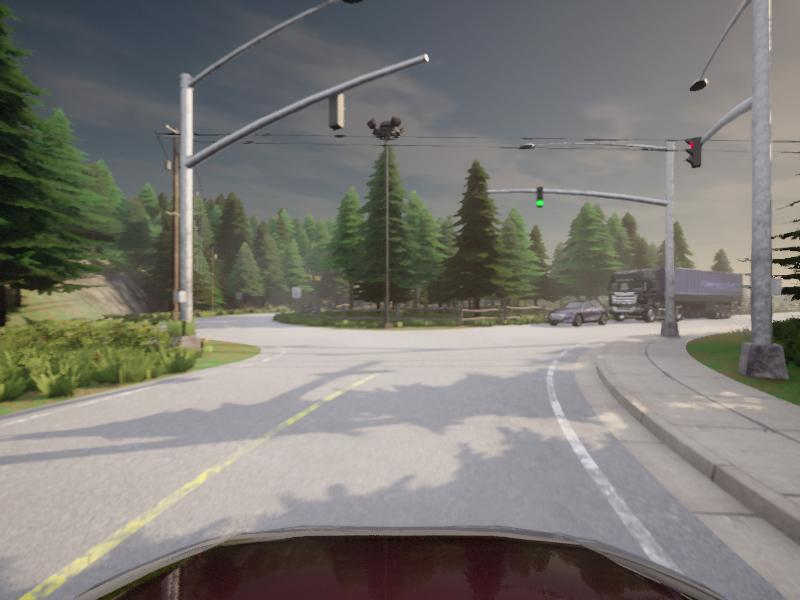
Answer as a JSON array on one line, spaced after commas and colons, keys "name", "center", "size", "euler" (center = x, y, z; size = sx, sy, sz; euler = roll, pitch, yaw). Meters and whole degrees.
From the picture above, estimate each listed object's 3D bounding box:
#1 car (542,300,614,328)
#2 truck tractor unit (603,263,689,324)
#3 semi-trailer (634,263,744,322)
[{"name": "car", "center": [11.577, 0.830, 25.911], "size": [4.856, 1.649, 2.033], "euler": [0, 0, -34]}, {"name": "truck tractor unit", "center": [18.925, -0.451, 30.691], "size": [6.516, 4.208, 3.053], "euler": [0, 0, -32]}, {"name": "semi-trailer", "center": [25.607, -0.540, 34.929], "size": [14.254, 4.402, 2.717], "euler": [0, 0, -32]}]
